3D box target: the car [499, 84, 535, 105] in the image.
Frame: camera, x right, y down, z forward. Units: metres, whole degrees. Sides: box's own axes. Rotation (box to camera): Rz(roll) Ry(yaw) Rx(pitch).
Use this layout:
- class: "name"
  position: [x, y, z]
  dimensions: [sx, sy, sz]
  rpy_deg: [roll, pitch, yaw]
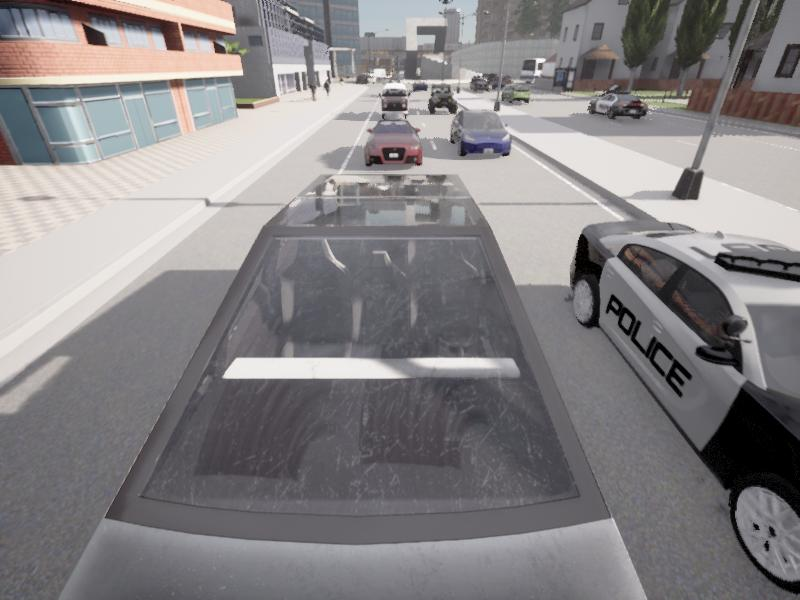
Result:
- class: "car"
  position: [11.025, -19.644, 38.100]
  dimensions: [2.007, 1.525, 4.514]
  rpy_deg: [0, 30, 0]

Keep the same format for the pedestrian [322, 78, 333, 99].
- class: "pedestrian"
  position: [-7.285, -21.244, 40.249]
  dimensions: [0.751, 1.860, 0.751]
  rpy_deg: [-2, 30, -2]

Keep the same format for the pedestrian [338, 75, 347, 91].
- class: "pedestrian"
  position: [-7.824, -29.572, 54.505]
  dimensions: [0.751, 1.860, 0.751]
  rpy_deg: [6, 31, 11]

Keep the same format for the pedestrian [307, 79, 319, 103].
- class: "pedestrian"
  position: [-7.861, -18.918, 36.254]
  dimensions: [0.751, 1.860, 0.751]
  rpy_deg: [-3, 30, -5]

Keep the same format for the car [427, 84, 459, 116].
- class: "car"
  position: [3.112, -14.884, 29.626]
  dimensions: [1.905, 1.878, 3.866]
  rpy_deg: [0, 30, 0]

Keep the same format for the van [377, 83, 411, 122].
- class: "van"
  position: [-0.363, -13.419, 26.986]
  dimensions: [2.069, 2.038, 4.480]
  rpy_deg: [0, 30, 0]

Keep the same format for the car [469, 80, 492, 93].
- class: "car"
  position: [10.939, -29.293, 54.756]
  dimensions: [2.033, 1.411, 5.357]
  rpy_deg: [0, 30, 1]

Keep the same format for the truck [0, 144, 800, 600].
- class: "truck"
  position: [-0.162, 0.176, 3.673]
  dimensions: [2.390, 2.098, 6.274]
  rpy_deg: [0, 30, 0]

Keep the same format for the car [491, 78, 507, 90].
- class: "car"
  position: [15.024, -32.909, 60.795]
  dimensions: [1.845, 1.501, 3.633]
  rpy_deg: [4, 31, 7]

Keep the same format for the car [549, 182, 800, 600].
- class: "car"
  position: [3.377, 0.377, 3.737]
  dimensions: [1.930, 1.638, 5.238]
  rpy_deg: [0, 30, 0]

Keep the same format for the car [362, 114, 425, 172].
- class: "car"
  position: [-0.239, -5.946, 14.853]
  dimensions: [1.994, 1.385, 4.181]
  rpy_deg: [-1, 30, -1]

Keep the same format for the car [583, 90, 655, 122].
- class: "car"
  position: [14.638, -13.271, 27.168]
  dimensions: [2.038, 1.542, 4.974]
  rpy_deg: [0, 30, 0]

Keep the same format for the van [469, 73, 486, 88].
- class: "van"
  position: [12.883, -36.442, 66.347]
  dimensions: [2.069, 2.038, 4.480]
  rpy_deg: [7, 31, 13]

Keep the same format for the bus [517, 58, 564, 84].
- class: "bus"
  position: [28.139, -45.785, 80.072]
  dimensions: [3.944, 4.253, 10.273]
  rpy_deg: [27, 40, 38]

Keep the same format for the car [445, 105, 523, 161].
- class: "car"
  position: [3.245, -7.049, 16.612]
  dimensions: [2.163, 1.488, 4.792]
  rpy_deg: [0, 30, 0]

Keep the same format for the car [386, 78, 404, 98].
- class: "car"
  position: [-0.569, -24.263, 45.718]
  dimensions: [1.932, 1.855, 4.605]
  rpy_deg: [0, 30, -1]

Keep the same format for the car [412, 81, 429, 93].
- class: "car"
  position: [2.771, -29.186, 54.711]
  dimensions: [1.895, 1.301, 4.718]
  rpy_deg: [-1, 30, -1]

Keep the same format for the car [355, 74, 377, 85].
- class: "car"
  position: [-6.496, -42.159, 76.398]
  dimensions: [1.932, 1.855, 4.605]
  rpy_deg: [-21, 36, -31]
